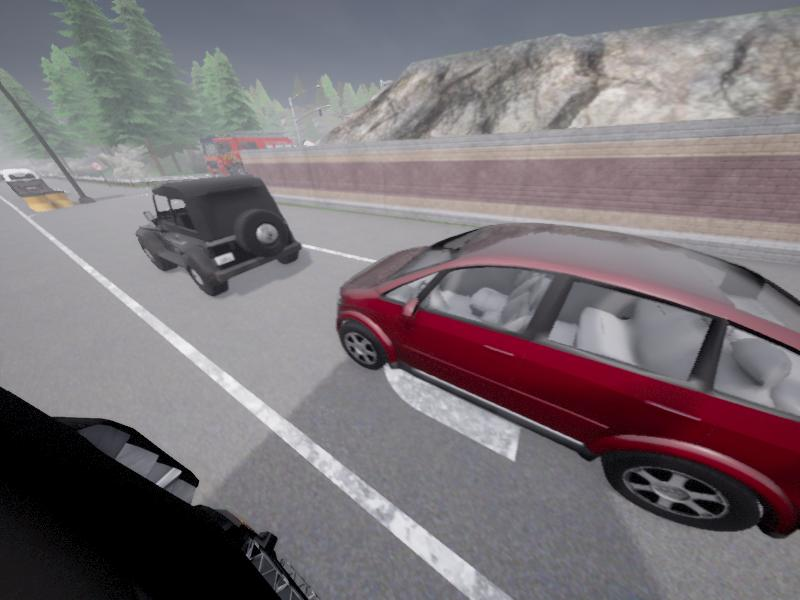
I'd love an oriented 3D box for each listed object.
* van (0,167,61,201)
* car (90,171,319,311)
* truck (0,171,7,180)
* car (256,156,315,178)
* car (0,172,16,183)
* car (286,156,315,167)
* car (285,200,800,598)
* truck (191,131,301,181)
[{"bbox_3d":[-30.402,-9.521,18.827,4.480,2.038,2.069,19,40,29],"label":"van"},{"bbox_3d":[-4.011,-1.560,4.919,3.866,1.878,1.905,17,38,27],"label":"car"},{"bbox_3d":[-87.957,-27.226,49.572,5.204,2.467,2.627,17,38,27],"label":"truck"},{"bbox_3d":[-11.640,-13.807,23.932,2.038,1.542,4.974,17,38,27],"label":"car"},{"bbox_3d":[-67.293,-20.580,38.810,4.974,1.542,2.038,17,38,27],"label":"car"},{"bbox_3d":[-18.073,-25.217,42.013,4.792,1.488,2.163,17,38,27],"label":"car"},{"bbox_3d":[1.020,0.101,2.328,3.705,1.549,1.789,17,38,27],"label":"car"},{"bbox_3d":[-15.264,-15.110,24.101,2.891,3.827,8.468,17,38,27],"label":"truck"}]
